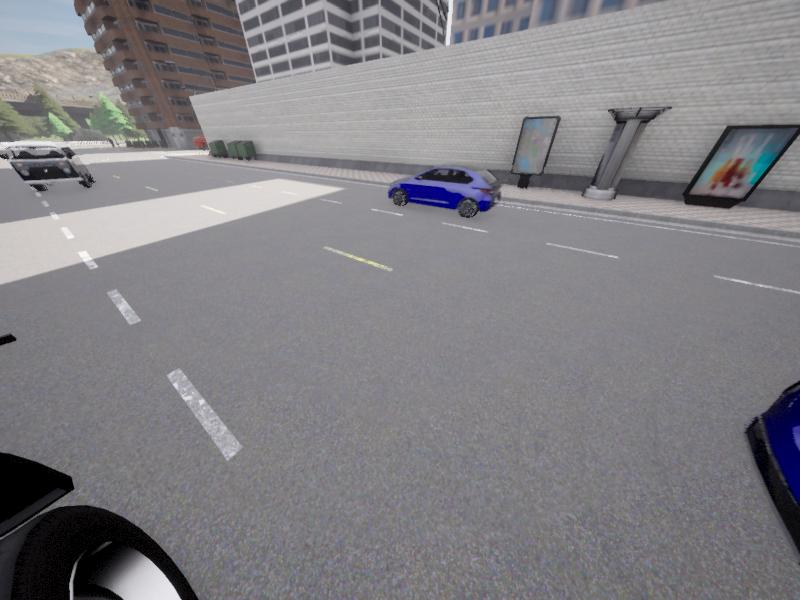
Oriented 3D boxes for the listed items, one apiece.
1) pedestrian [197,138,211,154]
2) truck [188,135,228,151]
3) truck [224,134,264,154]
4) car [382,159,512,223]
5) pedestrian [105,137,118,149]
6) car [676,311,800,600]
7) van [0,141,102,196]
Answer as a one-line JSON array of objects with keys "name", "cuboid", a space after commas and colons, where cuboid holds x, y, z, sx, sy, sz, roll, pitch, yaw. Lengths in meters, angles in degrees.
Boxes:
[{"name": "pedestrian", "cuboid": [-28.985, -22.734, 34.119, 0.751, 1.860, 0.751, -8, 36, -12]}, {"name": "truck", "cuboid": [-38.759, -31.935, 46.868, 2.627, 2.467, 5.204, 22, 41, 28]}, {"name": "truck", "cuboid": [-24.182, -24.231, 35.807, 5.204, 2.467, 2.615, 22, 41, 28]}, {"name": "car", "cuboid": [1.553, -4.213, 8.601, 4.193, 1.474, 1.816, 22, 41, 28]}, {"name": "pedestrian", "cuboid": [-57.319, -31.249, 45.922, 0.751, 1.860, 0.751, 25, 42, 31]}, {"name": "car", "cuboid": [4.079, 1.708, 0.181, 4.514, 1.525, 2.007, 22, 41, 28]}, {"name": "van", "cuboid": [-17.620, -6.864, 11.759, 2.069, 2.038, 4.480, -28, 44, -34]}]
